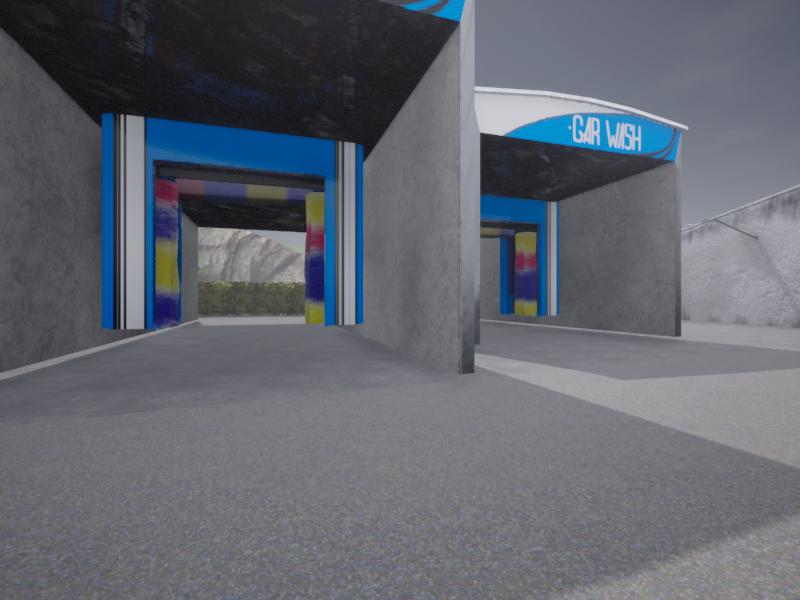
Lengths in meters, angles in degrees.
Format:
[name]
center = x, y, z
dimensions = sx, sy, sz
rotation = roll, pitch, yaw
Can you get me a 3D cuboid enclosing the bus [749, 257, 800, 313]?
[bus]
center = 35.428, -1.135, 32.689
dimensions = 10.273, 4.253, 3.944
rotation = 0, 0, 0
